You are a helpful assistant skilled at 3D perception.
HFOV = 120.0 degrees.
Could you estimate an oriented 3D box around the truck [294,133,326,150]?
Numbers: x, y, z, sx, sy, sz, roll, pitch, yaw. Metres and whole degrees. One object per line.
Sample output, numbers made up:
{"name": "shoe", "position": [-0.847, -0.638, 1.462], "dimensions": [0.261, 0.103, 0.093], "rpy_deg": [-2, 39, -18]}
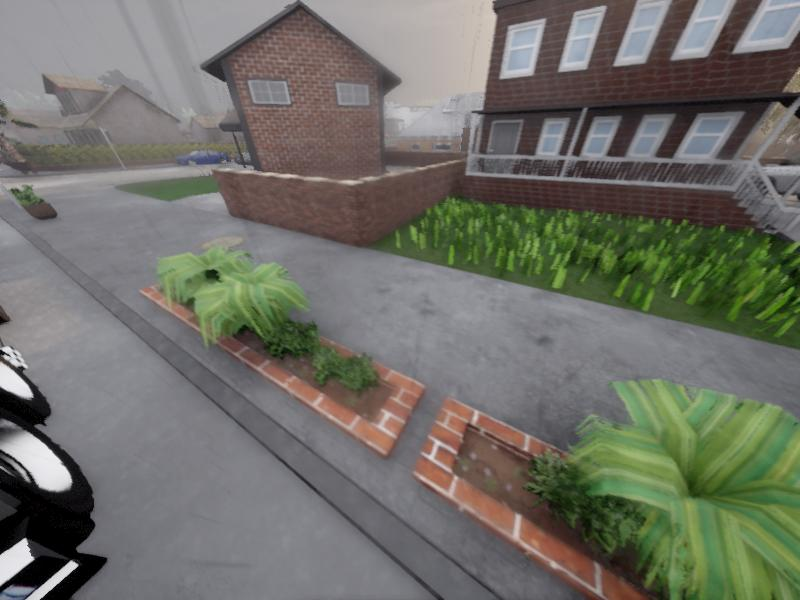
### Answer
{"name": "truck", "position": [-25.386, -44.684, 65.155], "dimensions": [8.468, 3.827, 2.891], "rpy_deg": [18, 39, 24]}

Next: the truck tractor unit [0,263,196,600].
{"name": "truck tractor unit", "position": [-5.113, -0.297, 0.792], "dimensions": [6.516, 4.208, 3.053], "rpy_deg": [18, 39, 24]}

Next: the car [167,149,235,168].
{"name": "car", "position": [-21.239, -15.337, 24.923], "dimensions": [1.882, 1.535, 5.008], "rpy_deg": [18, 39, 25]}

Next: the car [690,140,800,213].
{"name": "car", "position": [12.955, -3.974, 7.369], "dimensions": [3.866, 1.878, 1.905], "rpy_deg": [18, 39, 24]}
